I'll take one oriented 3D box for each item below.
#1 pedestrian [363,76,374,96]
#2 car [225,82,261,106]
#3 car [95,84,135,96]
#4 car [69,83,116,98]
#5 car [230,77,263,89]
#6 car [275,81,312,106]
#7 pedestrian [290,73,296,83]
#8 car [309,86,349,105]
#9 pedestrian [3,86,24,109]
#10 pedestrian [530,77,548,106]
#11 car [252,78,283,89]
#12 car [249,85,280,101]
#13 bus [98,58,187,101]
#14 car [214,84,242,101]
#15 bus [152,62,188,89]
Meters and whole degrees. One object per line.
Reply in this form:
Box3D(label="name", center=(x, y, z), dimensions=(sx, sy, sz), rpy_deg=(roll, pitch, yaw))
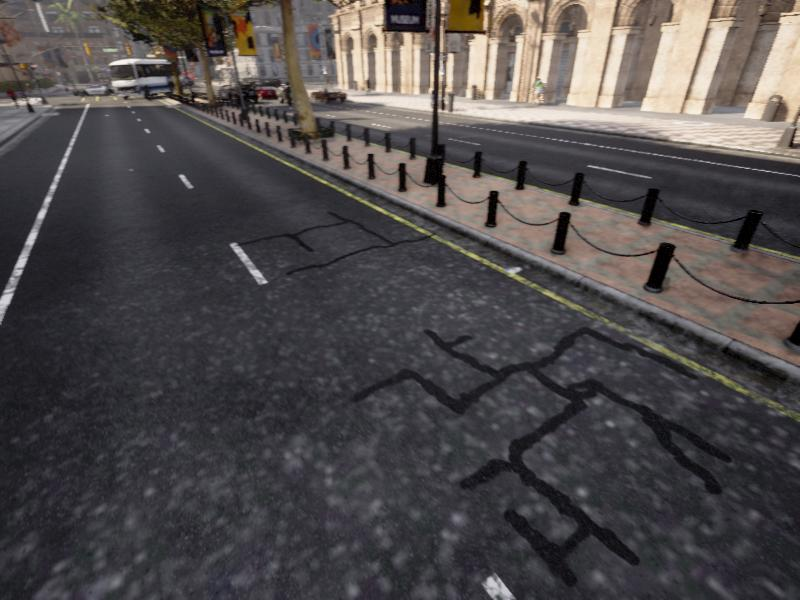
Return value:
Box3D(label="pedestrian", center=(-3.424, -23.412, 43.747), dimensions=(0.751, 1.860, 0.751), rpy_deg=(-21, 36, -30))
Box3D(label="car", center=(-15.453, -20.307, 39.269), dimensions=(1.932, 1.855, 4.605), rpy_deg=(-19, 35, -27))
Box3D(label="car", center=(-42.979, -31.744, 60.370), dimensions=(4.718, 1.301, 1.895), rpy_deg=(-19, 35, -28))
Box3D(label="car", center=(-43.298, -29.615, 56.528), dimensions=(4.974, 1.542, 2.038), rpy_deg=(-19, 35, -28))
Box3D(label="car", center=(-26.578, -37.633, 69.369), dimensions=(4.611, 1.667, 2.242), rpy_deg=(-19, 35, -28))
Box3D(label="car", center=(-10.024, -19.418, 37.532), dimensions=(1.905, 1.878, 3.866), rpy_deg=(-19, 35, -27))
Box3D(label="pedestrian", center=(-21.885, -45.333, 81.747), dimensions=(0.751, 1.860, 0.751), rpy_deg=(-19, 35, -27))
Box3D(label="car", center=(-6.932, -19.832, 38.692), dimensions=(1.895, 1.301, 4.718), rpy_deg=(-19, 35, -27))
Box3D(label="pedestrian", center=(-36.055, -18.899, 37.351), dimensions=(0.751, 1.860, 0.751), rpy_deg=(-20, 35, -29))
Box3D(label="pedestrian", center=(10.349, -15.542, 29.827), dimensions=(0.751, 1.860, 0.751), rpy_deg=(-19, 35, -28))
Box3D(label="car", center=(-22.521, -36.853, 68.028), dimensions=(4.514, 1.525, 2.007), rpy_deg=(-20, 35, -28))
Box3D(label="car", center=(-15.104, -23.092, 44.494), dimensions=(1.994, 1.385, 4.181), rpy_deg=(-19, 35, -27))
Box3D(label="bus", center=(-32.158, -28.182, 50.968), dimensions=(3.944, 4.253, 10.273), rpy_deg=(-2, 30, 3))
Box3D(label="car", center=(-19.083, -22.952, 44.252), dimensions=(1.845, 1.501, 3.633), rpy_deg=(-19, 35, -27))
Box3D(label="bus", center=(-44.833, -43.730, 77.907), dimensions=(3.944, 4.253, 10.273), rpy_deg=(-19, 35, -27))
